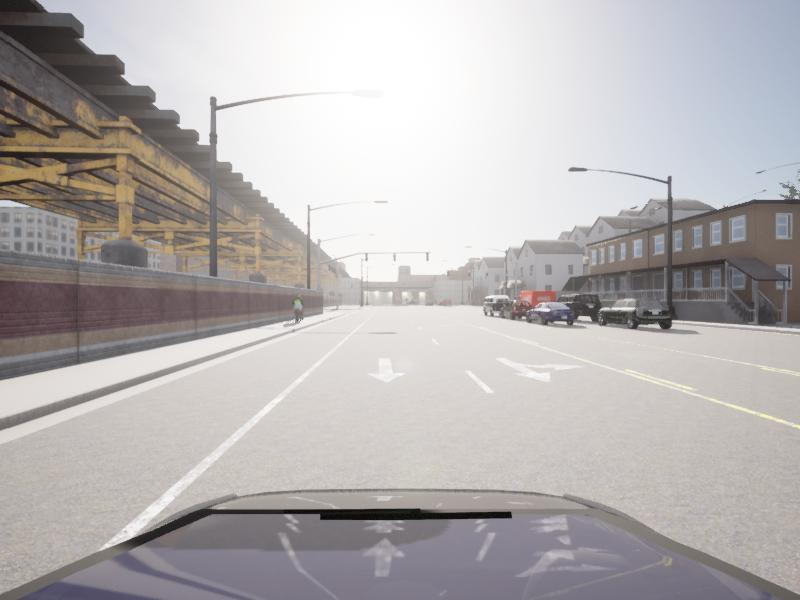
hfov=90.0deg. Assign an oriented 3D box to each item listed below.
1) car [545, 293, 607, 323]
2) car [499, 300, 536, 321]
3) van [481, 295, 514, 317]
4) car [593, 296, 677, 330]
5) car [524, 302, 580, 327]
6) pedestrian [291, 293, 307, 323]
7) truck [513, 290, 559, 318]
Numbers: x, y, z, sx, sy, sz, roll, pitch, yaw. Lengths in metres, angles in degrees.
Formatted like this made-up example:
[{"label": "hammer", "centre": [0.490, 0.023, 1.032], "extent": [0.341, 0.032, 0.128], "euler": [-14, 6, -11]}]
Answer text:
[{"label": "car", "centre": [13.168, 0.568, 30.403], "extent": [2.150, 2.045, 5.566], "euler": [0, 0, -1]}, {"label": "car", "centre": [9.620, 0.788, 33.092], "extent": [1.851, 1.617, 3.988], "euler": [0, 0, -2]}, {"label": "van", "centre": [9.459, 0.571, 39.230], "extent": [2.069, 2.038, 4.480], "euler": [0, 0, -2]}, {"label": "car", "centre": [13.378, 0.694, 23.174], "extent": [2.097, 1.767, 4.553], "euler": [0, 0, -2]}, {"label": "car", "centre": [9.787, 0.870, 26.232], "extent": [1.812, 1.442, 4.674], "euler": [0, 0, -1]}, {"label": "pedestrian", "centre": [-6.249, 0.485, 24.727], "extent": [0.751, 1.860, 0.751], "euler": [0, 0, 2]}, {"label": "truck", "centre": [12.863, 0.357, 38.263], "extent": [2.627, 2.467, 5.204], "euler": [0, 0, 0]}]
